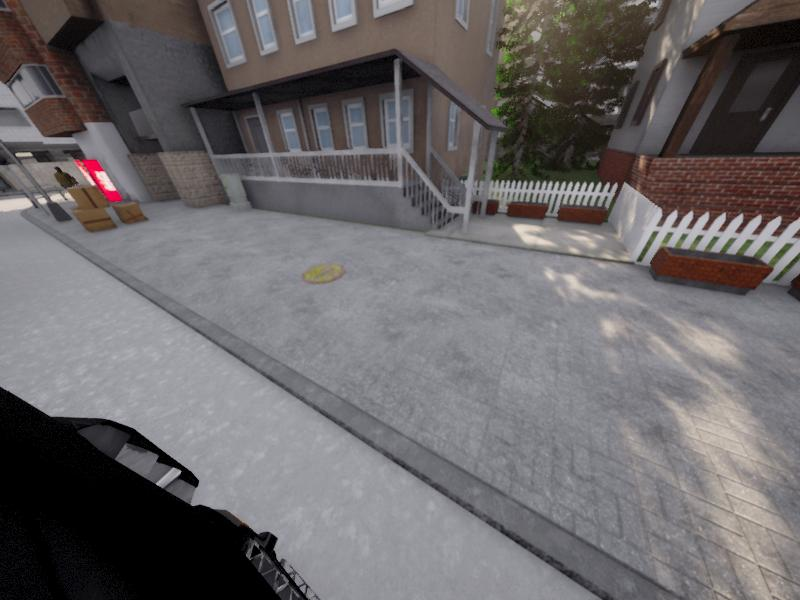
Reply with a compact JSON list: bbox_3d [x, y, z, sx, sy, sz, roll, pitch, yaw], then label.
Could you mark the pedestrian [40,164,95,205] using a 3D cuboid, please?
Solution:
[{"bbox_3d":[-17.516,-6.104,12.214,0.751,1.860,0.751,17,38,26],"label":"pedestrian"}]
